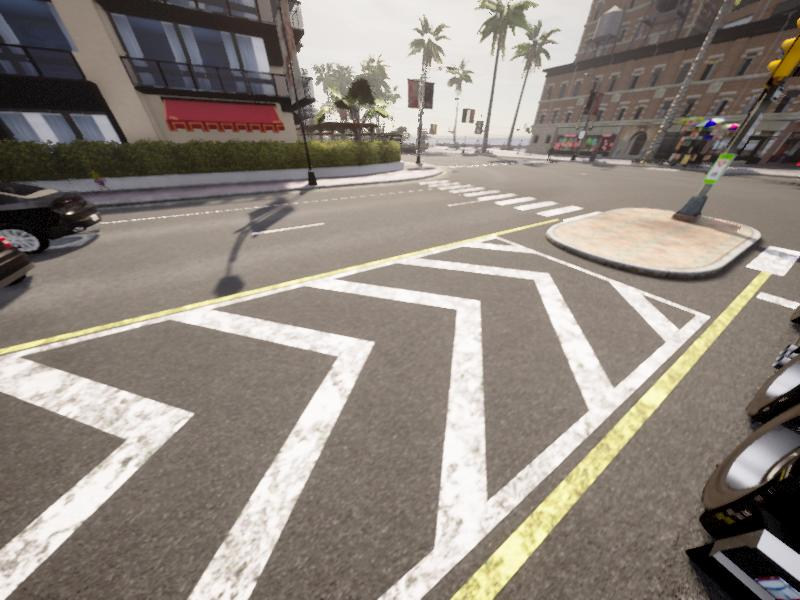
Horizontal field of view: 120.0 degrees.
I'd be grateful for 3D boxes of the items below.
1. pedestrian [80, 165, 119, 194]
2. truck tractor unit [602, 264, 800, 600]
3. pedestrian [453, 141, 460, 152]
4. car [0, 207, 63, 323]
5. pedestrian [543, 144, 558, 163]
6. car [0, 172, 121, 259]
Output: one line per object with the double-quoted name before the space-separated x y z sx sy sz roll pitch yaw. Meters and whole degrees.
"pedestrian" -13.527 -5.433 10.427 0.500 1.100 0.500 -17 38 -23
"truck tractor unit" 5.109 -0.303 0.778 6.516 4.208 3.053 -18 39 -24
"pedestrian" 11.610 -31.408 47.289 0.751 1.860 0.751 -24 41 -30
"car" -8.011 -0.192 2.854 3.705 1.549 1.789 -18 39 -24
"pedestrian" 18.427 -17.971 28.305 0.751 1.860 0.751 -17 38 -23
"car" -10.311 -1.729 5.091 4.892 1.490 1.837 -19 39 -24
